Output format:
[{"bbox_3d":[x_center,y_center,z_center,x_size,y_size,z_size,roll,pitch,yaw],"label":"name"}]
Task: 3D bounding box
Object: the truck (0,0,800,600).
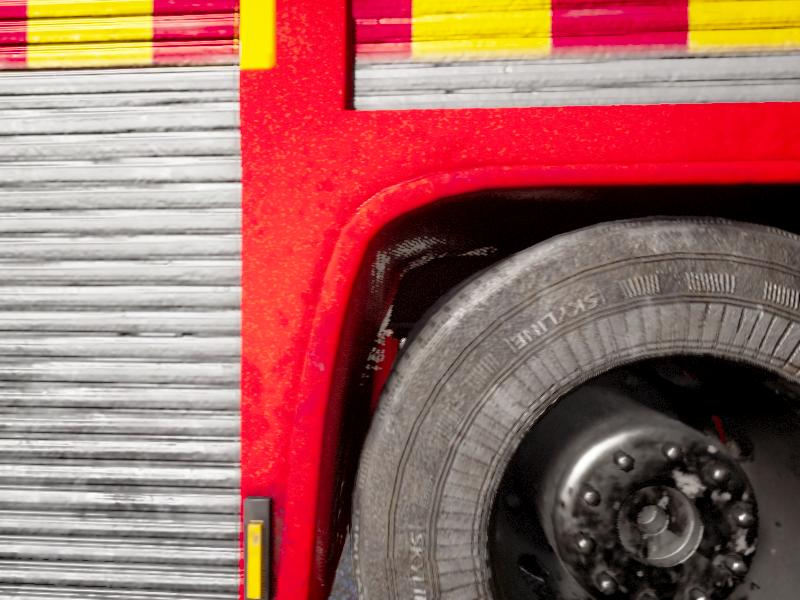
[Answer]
[{"bbox_3d":[-1.871,-0.918,2.141,8.468,3.827,2.891,0,0,3],"label":"truck"}]
